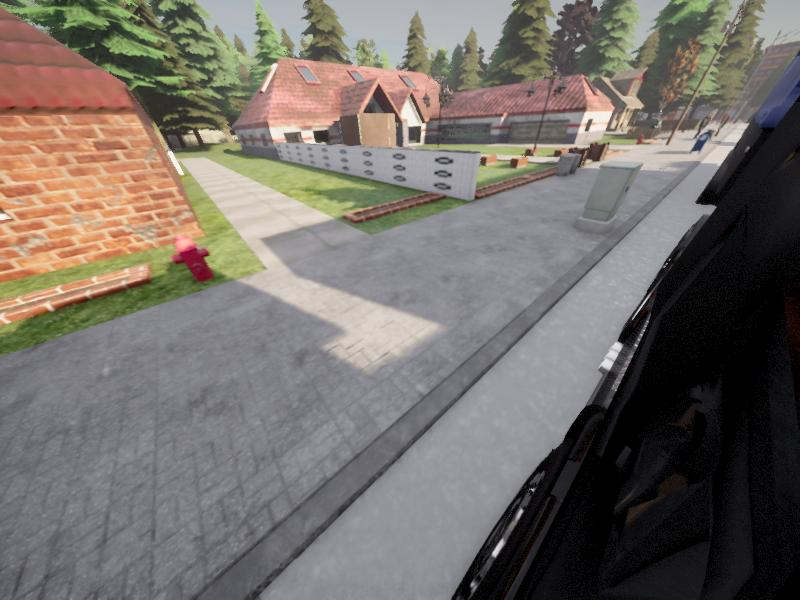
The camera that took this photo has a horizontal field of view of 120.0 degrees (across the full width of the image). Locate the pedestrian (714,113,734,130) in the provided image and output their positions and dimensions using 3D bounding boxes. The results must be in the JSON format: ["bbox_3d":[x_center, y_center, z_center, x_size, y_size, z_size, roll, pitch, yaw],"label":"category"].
[{"bbox_3d":[44.541,-24.519,31.764,0.751,1.860,0.751,-26,43,-28],"label":"pedestrian"}]

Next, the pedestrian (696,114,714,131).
[{"bbox_3d":[43.249,-25.217,32.774,0.751,1.860,0.751,-26,43,-28],"label":"pedestrian"}]

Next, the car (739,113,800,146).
[{"bbox_3d":[28.294,-13.033,17.668,3.866,1.878,1.905,-27,43,-30],"label":"car"}]

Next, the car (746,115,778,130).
[{"bbox_3d":[50.573,-24.832,32.342,4.193,1.474,1.816,-28,44,-30],"label":"car"}]

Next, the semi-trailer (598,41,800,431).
[{"bbox_3d":[8.687,-3.614,4.235,14.254,4.402,2.717,-28,44,-30],"label":"semi-trailer"}]

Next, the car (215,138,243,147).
[{"bbox_3d":[-42.645,-39.293,57.610,5.238,1.638,1.930,-28,44,-30],"label":"car"}]

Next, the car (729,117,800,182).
[{"bbox_3d":[16.036,-6.334,9.517,4.605,1.855,1.932,-27,43,-29],"label":"car"}]

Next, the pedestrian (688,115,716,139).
[{"bbox_3d":[28.924,-16.574,22.154,0.751,1.860,0.751,22,43,29],"label":"pedestrian"}]

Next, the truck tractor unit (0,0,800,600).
[{"bbox_3d":[2.645,-0.295,0.352,6.516,4.208,3.053,-28,44,-30],"label":"truck tractor unit"}]
